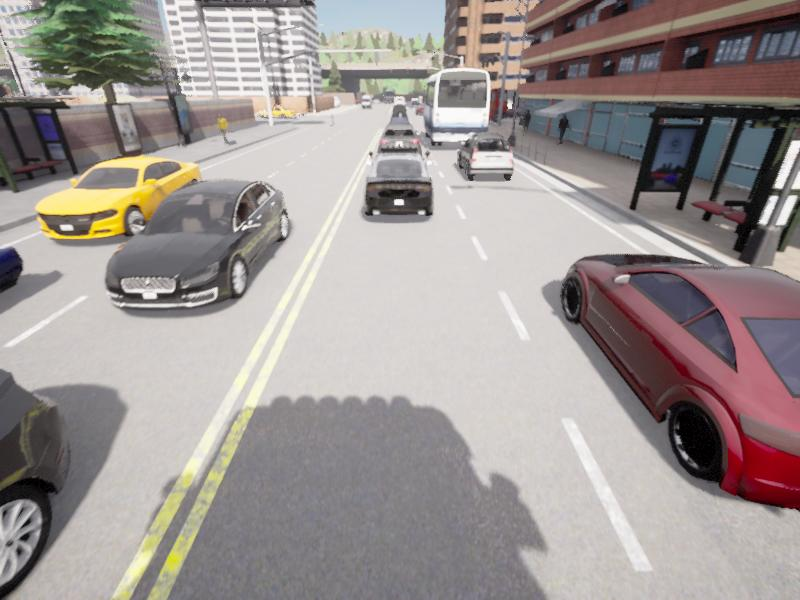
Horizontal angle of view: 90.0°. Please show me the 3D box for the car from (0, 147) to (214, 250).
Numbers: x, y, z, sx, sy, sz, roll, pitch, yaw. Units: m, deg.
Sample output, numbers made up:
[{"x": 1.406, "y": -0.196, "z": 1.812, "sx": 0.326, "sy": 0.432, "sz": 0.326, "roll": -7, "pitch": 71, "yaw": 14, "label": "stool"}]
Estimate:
[{"x": -7.014, "y": -2.906, "z": 10.518, "sx": 1.882, "sy": 1.535, "sz": 5.008, "roll": 0, "pitch": 27, "yaw": 0, "label": "car"}]

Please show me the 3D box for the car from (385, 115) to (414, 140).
[{"x": -0.034, "y": -13.605, "z": 31.389, "sx": 2.033, "sy": 1.411, "sz": 5.357, "roll": 0, "pitch": 27, "yaw": 0, "label": "car"}]

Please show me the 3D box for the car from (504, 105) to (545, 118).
[{"x": 17.222, "y": -26.180, "z": 55.504, "sx": 4.856, "sy": 1.649, "sz": 2.033, "roll": 0, "pitch": 27, "yaw": 0, "label": "car"}]

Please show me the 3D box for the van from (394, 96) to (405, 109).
[{"x": -0.090, "y": -44.230, "z": 89.517, "sx": 2.351, "sy": 2.431, "sz": 6.366, "roll": 0, "pitch": 27, "yaw": 0, "label": "van"}]

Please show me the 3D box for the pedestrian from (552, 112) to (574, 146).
[{"x": 9.836, "y": -10.345, "z": 24.208, "sx": 0.751, "sy": 1.860, "sz": 0.751, "roll": 0, "pitch": 27, "yaw": 0, "label": "pedestrian"}]

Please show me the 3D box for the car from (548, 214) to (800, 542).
[{"x": 3.491, "y": 0.267, "z": 4.580, "sx": 1.994, "sy": 1.385, "sz": 4.181, "roll": 0, "pitch": 27, "yaw": 0, "label": "car"}]

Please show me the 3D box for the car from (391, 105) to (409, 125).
[{"x": -0.048, "y": -20.619, "z": 44.421, "sx": 1.905, "sy": 1.878, "sz": 3.866, "roll": 0, "pitch": 27, "yaw": 0, "label": "car"}]

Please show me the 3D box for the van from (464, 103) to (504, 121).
[{"x": 10.332, "y": -23.181, "z": 49.301, "sx": 4.442, "sy": 1.987, "sz": 1.775, "roll": 0, "pitch": 27, "yaw": 0, "label": "van"}]

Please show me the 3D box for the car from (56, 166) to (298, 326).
[{"x": -3.512, "y": -1.401, "z": 7.661, "sx": 1.837, "sy": 1.490, "sz": 4.892, "roll": 0, "pitch": 27, "yaw": 0, "label": "car"}]

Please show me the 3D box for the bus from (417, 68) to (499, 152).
[{"x": 3.350, "y": -12.928, "z": 26.979, "sx": 3.944, "sy": 4.253, "sz": 10.273, "roll": 0, "pitch": 27, "yaw": 0, "label": "bus"}]

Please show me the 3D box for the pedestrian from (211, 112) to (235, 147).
[{"x": -10.513, "y": -10.174, "z": 23.841, "sx": 0.751, "sy": 1.860, "sz": 0.751, "roll": 2, "pitch": 27, "yaw": 3, "label": "pedestrian"}]

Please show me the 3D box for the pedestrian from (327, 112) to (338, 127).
[{"x": -6.684, "y": -17.833, "z": 39.611, "sx": 0.751, "sy": 1.300, "sz": 0.751, "roll": 12, "pitch": 30, "yaw": 22, "label": "pedestrian"}]

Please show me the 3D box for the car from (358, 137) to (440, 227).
[{"x": -0.025, "y": -3.796, "z": 12.141, "sx": 1.930, "sy": 1.638, "sz": 5.238, "roll": 0, "pitch": 28, "yaw": 0, "label": "car"}]

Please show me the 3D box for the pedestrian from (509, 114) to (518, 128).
[{"x": 10.595, "y": -16.705, "z": 37.343, "sx": 0.500, "sy": 1.100, "sz": 0.500, "roll": 0, "pitch": 27, "yaw": 0, "label": "pedestrian"}]

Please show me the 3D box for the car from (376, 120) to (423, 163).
[{"x": -0.027, "y": -8.485, "z": 21.185, "sx": 2.242, "sy": 1.667, "sz": 4.611, "roll": 0, "pitch": 27, "yaw": 0, "label": "car"}]

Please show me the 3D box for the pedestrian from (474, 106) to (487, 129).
[{"x": 7.293, "y": -16.664, "z": 36.431, "sx": 0.751, "sy": 1.860, "sz": 0.751, "roll": -10, "pitch": 29, "yaw": -18, "label": "pedestrian"}]

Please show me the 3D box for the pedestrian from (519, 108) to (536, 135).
[{"x": 9.672, "y": -13.553, "z": 30.414, "sx": 0.751, "sy": 1.860, "sz": 0.751, "roll": -3, "pitch": 27, "yaw": -6, "label": "pedestrian"}]

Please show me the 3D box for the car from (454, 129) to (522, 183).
[{"x": 3.482, "y": -6.087, "z": 16.617, "sx": 1.851, "sy": 1.617, "sz": 3.988, "roll": 0, "pitch": 27, "yaw": 0, "label": "car"}]

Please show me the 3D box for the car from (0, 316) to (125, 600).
[{"x": -3.503, "y": 1.908, "z": 1.256, "sx": 1.837, "sy": 1.490, "sz": 4.892, "roll": 0, "pitch": 27, "yaw": 0, "label": "car"}]

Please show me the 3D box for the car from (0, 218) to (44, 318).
[{"x": -7.009, "y": 0.384, "z": 4.417, "sx": 1.895, "sy": 1.301, "sz": 4.718, "roll": 0, "pitch": 27, "yaw": 0, "label": "car"}]

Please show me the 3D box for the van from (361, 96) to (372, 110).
[{"x": -7.092, "y": -42.092, "z": 85.211, "sx": 1.988, "sy": 2.561, "sz": 5.915, "roll": 0, "pitch": 27, "yaw": 0, "label": "van"}]

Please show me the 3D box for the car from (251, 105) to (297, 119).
[{"x": -16.447, "y": -24.602, "z": 52.441, "sx": 5.366, "sy": 1.575, "sz": 1.801, "roll": 1, "pitch": 27, "yaw": 2, "label": "car"}]

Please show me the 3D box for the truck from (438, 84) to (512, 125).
[{"x": 8.403, "y": -21.908, "z": 44.828, "sx": 8.468, "sy": 3.827, "sz": 2.891, "roll": -20, "pitch": 33, "yaw": -33, "label": "truck"}]
